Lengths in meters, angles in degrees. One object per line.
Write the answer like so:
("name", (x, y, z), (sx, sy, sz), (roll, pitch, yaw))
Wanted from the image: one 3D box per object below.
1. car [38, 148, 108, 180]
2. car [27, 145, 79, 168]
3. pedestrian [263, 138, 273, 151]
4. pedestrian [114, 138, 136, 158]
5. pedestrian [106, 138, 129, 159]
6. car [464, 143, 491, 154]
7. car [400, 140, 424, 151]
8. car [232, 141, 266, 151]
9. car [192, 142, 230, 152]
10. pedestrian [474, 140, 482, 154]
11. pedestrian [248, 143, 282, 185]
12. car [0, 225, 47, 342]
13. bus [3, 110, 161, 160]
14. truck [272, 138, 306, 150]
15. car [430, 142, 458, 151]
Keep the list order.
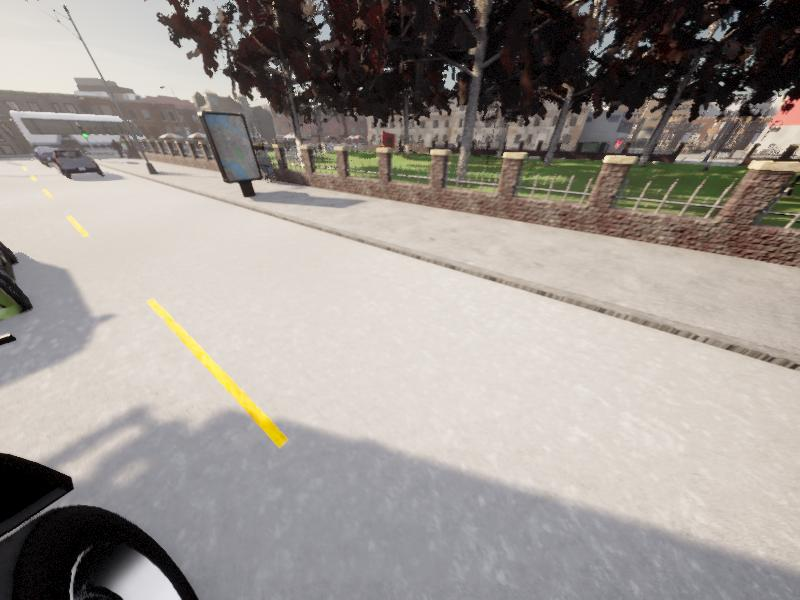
("car", (-21.491, -9.041, 15.217), (3.633, 1.501, 1.845), (22, 41, 28))
("car", (-31.231, -12.980, 20.790), (4.674, 1.442, 1.812), (22, 40, 27))
("pedestrian", (-22.762, -26.751, 39.815), (0.751, 1.860, 0.751), (20, 40, 25))
("pedestrian", (-30.772, -16.976, 25.864), (0.751, 1.860, 0.751), (25, 42, 30))
("pedestrian", (-30.888, -16.562, 25.276), (0.751, 1.860, 0.751), (21, 40, 27))
("car", (13.540, -26.575, 40.443), (3.806, 1.475, 1.970), (22, 41, 28))
("car", (2.359, -31.293, 46.695), (4.605, 1.855, 1.932), (21, 40, 28))
("car", (-29.281, -30.102, 45.013), (1.882, 1.535, 5.008), (22, 41, 28))
("car", (-33.105, -26.841, 40.563), (1.895, 1.301, 4.718), (22, 41, 28))
("pedestrian", (12.378, -24.303, 36.655), (0.751, 1.860, 0.751), (26, 43, 32))
("pedestrian", (-7.084, -7.180, 12.194), (0.751, 1.860, 0.751), (22, 41, 28))
("car", (-7.506, -0.529, 3.268), (4.514, 1.525, 2.007), (22, 41, 28))
("bus", (-37.975, -20.172, 28.492), (3.944, 4.253, 10.273), (22, 40, 28))
("truck", (-24.294, -34.346, 50.795), (2.390, 2.098, 6.274), (22, 41, 28))
("car", (8.897, -31.283, 47.051), (4.902, 1.511, 2.128), (22, 41, 28))
